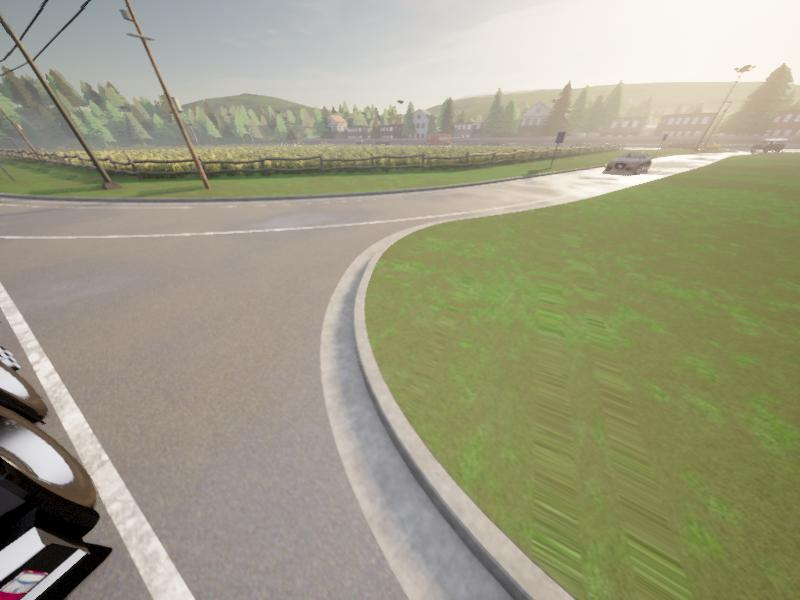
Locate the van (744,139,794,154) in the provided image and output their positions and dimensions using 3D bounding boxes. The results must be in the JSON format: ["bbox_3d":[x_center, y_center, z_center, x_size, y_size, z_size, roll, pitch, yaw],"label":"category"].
[{"bbox_3d":[62.020,-25.898,38.871,4.480,2.038,2.069,-5,35,-7],"label":"van"}]

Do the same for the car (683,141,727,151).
[{"bbox_3d":[64.578,-32.732,49.067,5.366,1.575,1.801,18,39,25],"label":"car"}]

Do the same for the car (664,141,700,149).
[{"bbox_3d":[66.681,-36.653,54.719,5.008,1.535,1.882,18,39,25],"label":"car"}]

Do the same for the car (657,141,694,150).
[{"bbox_3d":[63.184,-35.489,53.078,5.008,1.535,1.882,18,39,25],"label":"car"}]

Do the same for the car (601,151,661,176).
[{"bbox_3d":[18.267,-10.897,18.294,4.181,1.385,1.994,-22,40,-28],"label":"car"}]

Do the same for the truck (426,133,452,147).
[{"bbox_3d":[13.935,-57.302,82.829,8.468,3.827,2.891,18,39,25],"label":"truck"}]

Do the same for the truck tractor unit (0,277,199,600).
[{"bbox_3d":[-5.131,-0.281,0.745,6.516,4.208,3.053,18,39,23],"label":"truck tractor unit"}]
